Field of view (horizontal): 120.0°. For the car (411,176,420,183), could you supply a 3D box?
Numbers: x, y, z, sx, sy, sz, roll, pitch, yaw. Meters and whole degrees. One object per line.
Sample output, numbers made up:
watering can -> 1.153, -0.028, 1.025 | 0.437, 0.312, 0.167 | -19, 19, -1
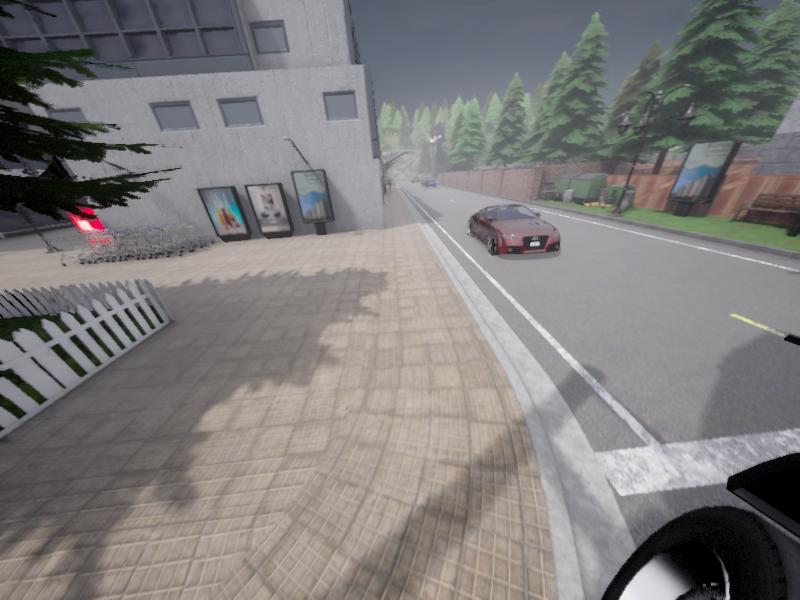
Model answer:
car -> 4.497, -35.954, 68.995 | 2.242, 1.667, 4.611 | -3, 29, 1

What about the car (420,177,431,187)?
car -> 5.415, -25.244, 49.374 | 1.789, 1.549, 3.705 | -4, 29, -1

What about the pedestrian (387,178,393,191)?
pedestrian -> -1.643, -19.217, 38.577 | 0.751, 1.860, 0.751 | -5, 29, -1

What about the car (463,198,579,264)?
car -> 3.993, -2.804, 8.646 | 1.994, 1.385, 4.181 | -4, 29, 0

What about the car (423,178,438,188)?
car -> 5.701, -22.176, 43.744 | 2.007, 1.525, 4.514 | -4, 29, -1
